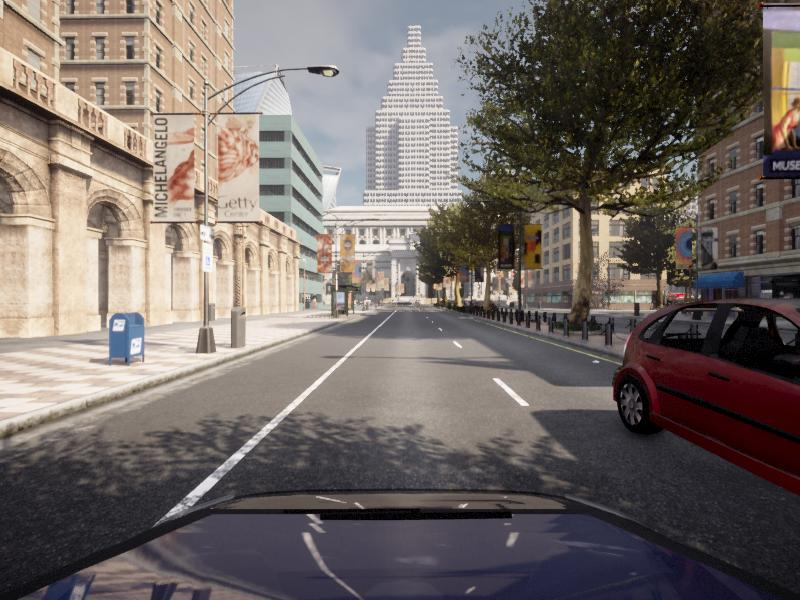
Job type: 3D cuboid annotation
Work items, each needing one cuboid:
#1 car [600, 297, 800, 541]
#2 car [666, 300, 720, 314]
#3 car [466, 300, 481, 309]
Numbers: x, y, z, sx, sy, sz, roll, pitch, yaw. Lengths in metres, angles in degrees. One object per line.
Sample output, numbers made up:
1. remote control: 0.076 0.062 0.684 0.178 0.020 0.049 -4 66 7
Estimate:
1. car: 3.587 0.788 3.390 1.851 1.617 3.988 0 0 1
2. car: 34.731 0.826 47.556 4.974 1.542 2.038 0 0 -1
3. car: 12.915 0.823 70.753 1.882 1.535 5.008 0 0 1
